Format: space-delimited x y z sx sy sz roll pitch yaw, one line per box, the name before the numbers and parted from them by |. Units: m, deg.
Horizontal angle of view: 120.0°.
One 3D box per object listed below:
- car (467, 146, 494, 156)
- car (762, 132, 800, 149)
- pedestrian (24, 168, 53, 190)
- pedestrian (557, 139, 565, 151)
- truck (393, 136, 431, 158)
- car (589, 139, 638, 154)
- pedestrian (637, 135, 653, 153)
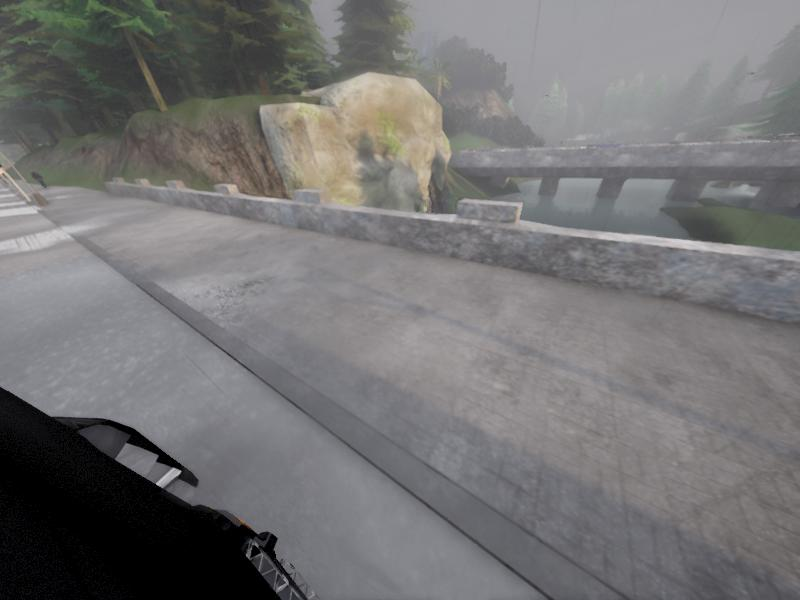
car | 16.307 -30.357 47.029 4.674 1.442 1.812 18 39 28
car | 46.284 -18.368 26.541 4.514 1.525 2.007 17 39 28
pedestrian | -36.583 -12.251 23.376 0.751 1.860 0.751 19 39 29
pedestrian | 30.747 -29.616 44.160 0.751 1.860 0.751 19 39 29
truck | 2.759 -35.579 53.810 8.468 3.827 2.891 18 39 28
car | 31.736 -22.935 34.555 5.008 1.535 1.882 18 39 28
pedestrian | 31.263 -19.918 29.530 0.751 1.860 0.751 21 40 31
